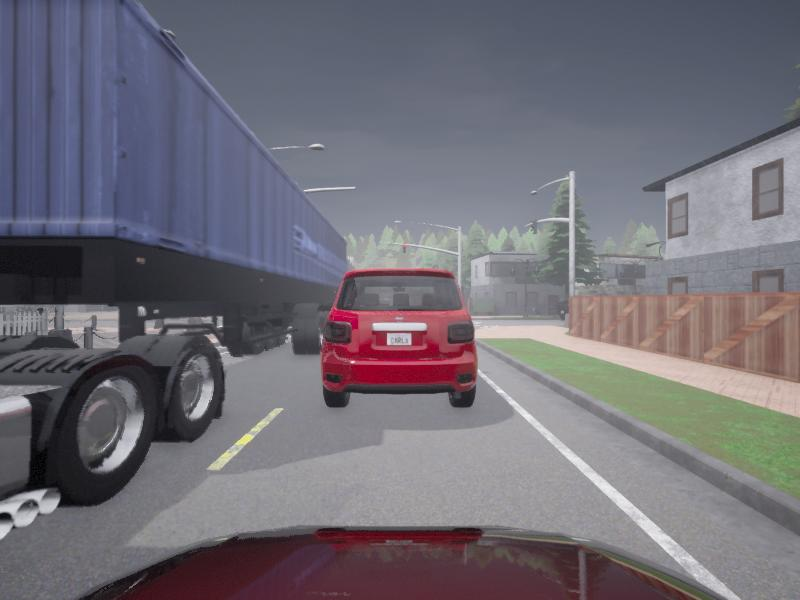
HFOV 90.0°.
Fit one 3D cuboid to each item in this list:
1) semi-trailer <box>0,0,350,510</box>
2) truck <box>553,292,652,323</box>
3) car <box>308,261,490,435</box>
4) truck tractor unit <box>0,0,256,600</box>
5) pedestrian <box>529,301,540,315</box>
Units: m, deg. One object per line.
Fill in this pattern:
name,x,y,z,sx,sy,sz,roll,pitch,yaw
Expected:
semi-trailer,-3.519,-0.617,10.164,2.717,4.402,14.254,0,0,0
truck,14.789,0.523,29.358,6.274,2.098,2.390,0,0,-9
car,-0.013,0.568,7.496,2.150,2.045,5.566,0,0,0
truck tractor unit,-3.505,-0.520,2.250,3.053,4.208,6.516,0,0,0
pedestrian,12.381,0.747,36.804,0.751,1.300,0.751,0,0,-10
